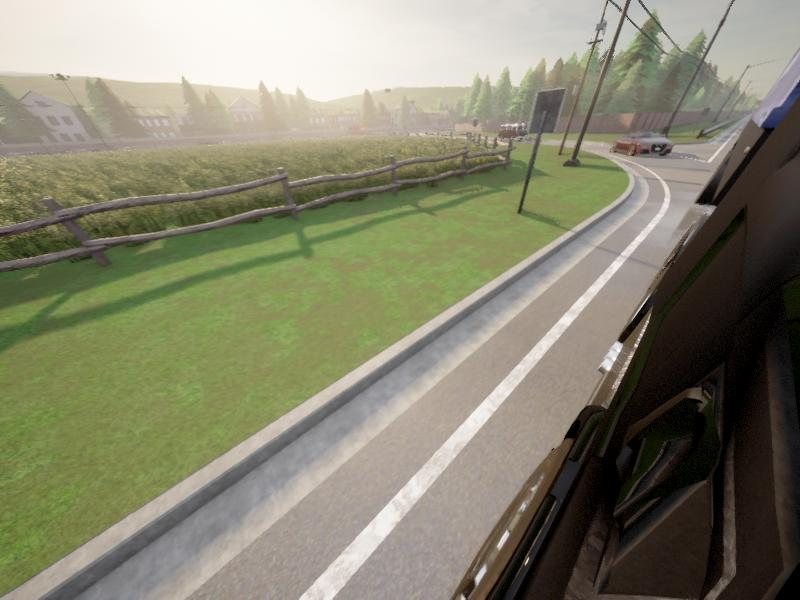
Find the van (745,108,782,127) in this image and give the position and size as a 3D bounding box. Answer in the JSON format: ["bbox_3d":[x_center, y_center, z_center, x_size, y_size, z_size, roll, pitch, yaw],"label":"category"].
[{"bbox_3d":[61.999,-31.209,39.495,6.366,2.431,2.351,-28,44,-30],"label":"van"}]

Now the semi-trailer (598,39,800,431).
[{"bbox_3d":[8.676,-3.615,4.257,14.254,4.402,2.717,-28,44,-30],"label":"semi-trailer"}]

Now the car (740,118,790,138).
[{"bbox_3d":[37.655,-17.837,23.923,4.792,1.488,2.163,-28,44,-30],"label":"car"}]

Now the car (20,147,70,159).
[{"bbox_3d":[-71.423,-29.703,46.658,5.238,1.638,1.930,-28,43,-30],"label":"car"}]

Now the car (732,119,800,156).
[{"bbox_3d":[24.169,-10.701,15.103,5.027,1.651,2.152,-28,44,-30],"label":"car"}]

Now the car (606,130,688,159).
[{"bbox_3d":[16.688,-10.836,15.975,1.994,1.385,4.181,7,38,12],"label":"car"}]

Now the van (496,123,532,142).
[{"bbox_3d":[15.998,-23.741,32.750,2.069,2.038,4.480,-11,37,-10],"label":"van"}]

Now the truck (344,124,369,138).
[{"bbox_3d":[-15.994,-62.633,85.413,8.468,3.827,2.891,-28,43,-30],"label":"truck"}]

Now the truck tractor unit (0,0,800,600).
[{"bbox_3d":[2.645,-0.295,0.351,6.516,4.208,3.053,-28,44,-30],"label":"truck tractor unit"}]

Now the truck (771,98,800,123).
[{"bbox_3d":[80.766,-39.064,47.647,8.468,3.827,2.891,-28,44,-30],"label":"truck"}]
